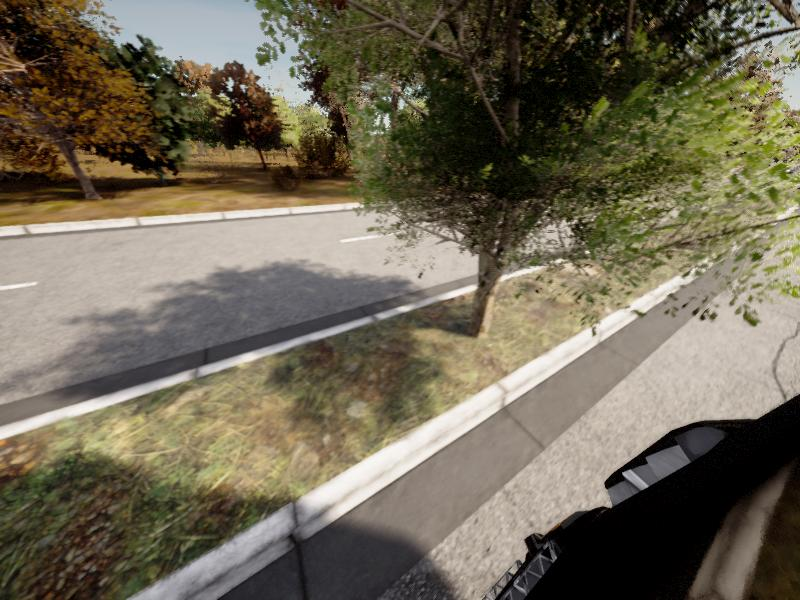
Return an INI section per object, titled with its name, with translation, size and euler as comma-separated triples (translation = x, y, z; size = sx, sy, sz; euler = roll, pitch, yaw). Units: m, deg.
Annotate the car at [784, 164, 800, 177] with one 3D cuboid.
[car]
translation = 64.525, -20.770, 37.103
size = 4.856, 1.649, 2.033
euler = -17, 39, -25
